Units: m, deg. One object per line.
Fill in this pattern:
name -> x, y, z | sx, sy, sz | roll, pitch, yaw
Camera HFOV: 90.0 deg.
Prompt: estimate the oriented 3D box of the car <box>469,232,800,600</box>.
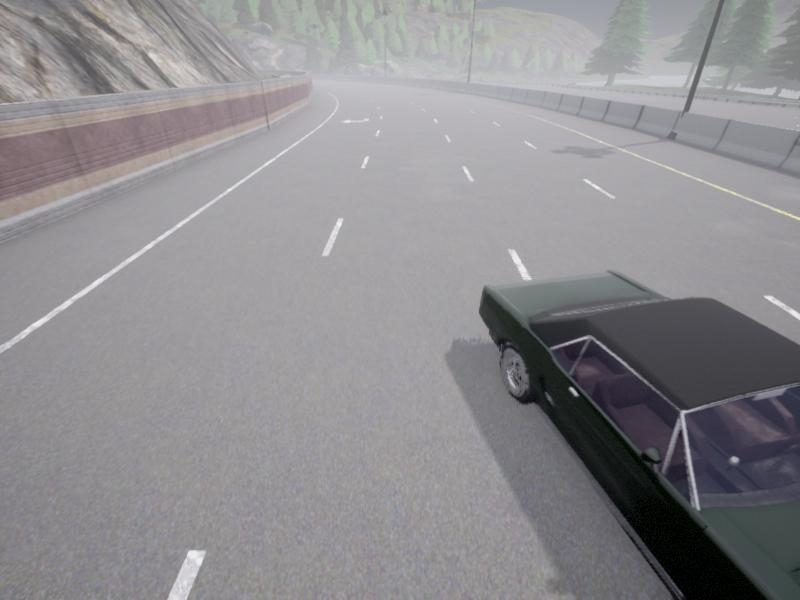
car -> 2.357, 1.017, 2.974 | 1.895, 1.301, 4.718 | -7, 31, -12
